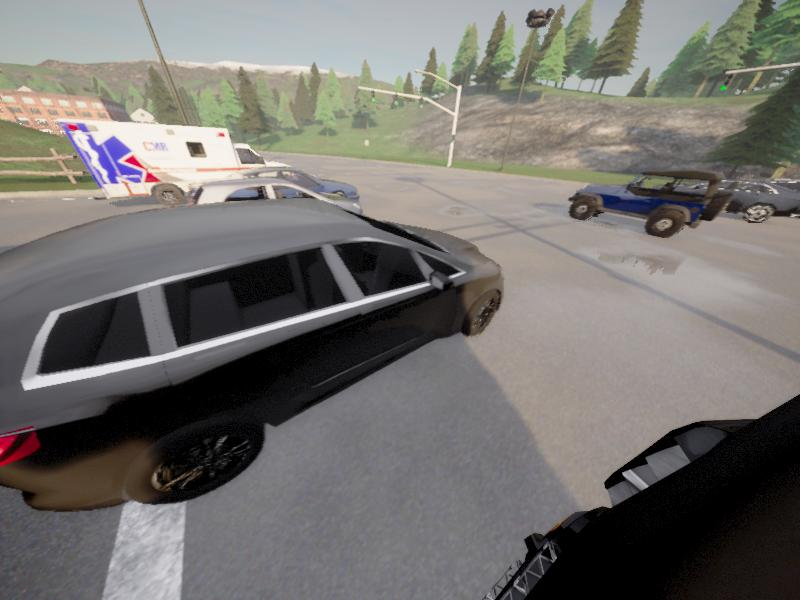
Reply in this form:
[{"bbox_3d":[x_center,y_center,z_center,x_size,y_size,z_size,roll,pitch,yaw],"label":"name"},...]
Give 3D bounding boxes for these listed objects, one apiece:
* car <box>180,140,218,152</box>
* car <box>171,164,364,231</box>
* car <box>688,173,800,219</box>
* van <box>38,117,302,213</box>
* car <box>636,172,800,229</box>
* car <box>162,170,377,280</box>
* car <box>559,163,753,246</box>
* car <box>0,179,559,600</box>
[{"bbox_3d":[-36.157,-27.745,41.634,4.892,1.490,1.837,6,33,5],"label":"car"},{"bbox_3d":[-4.125,-3.875,8.148,5.357,1.411,2.033,-26,43,-35],"label":"car"},{"bbox_3d":[18.600,-5.224,11.592,1.837,1.490,4.892,-20,40,-30],"label":"car"},{"bbox_3d":[-7.762,-5.350,9.181,6.366,2.431,2.351,-21,41,-31],"label":"van"},{"bbox_3d":[14.893,-4.876,10.807,2.128,1.511,4.902,-20,40,-30],"label":"car"},{"bbox_3d":[-2.572,-1.976,5.288,3.633,1.501,1.845,-21,41,-31],"label":"car"},{"bbox_3d":[8.414,-3.567,8.075,1.905,1.878,3.866,-21,40,-31],"label":"car"},{"bbox_3d":[-0.729,-0.247,2.697,4.611,1.667,2.242,-20,40,-30],"label":"car"}]
